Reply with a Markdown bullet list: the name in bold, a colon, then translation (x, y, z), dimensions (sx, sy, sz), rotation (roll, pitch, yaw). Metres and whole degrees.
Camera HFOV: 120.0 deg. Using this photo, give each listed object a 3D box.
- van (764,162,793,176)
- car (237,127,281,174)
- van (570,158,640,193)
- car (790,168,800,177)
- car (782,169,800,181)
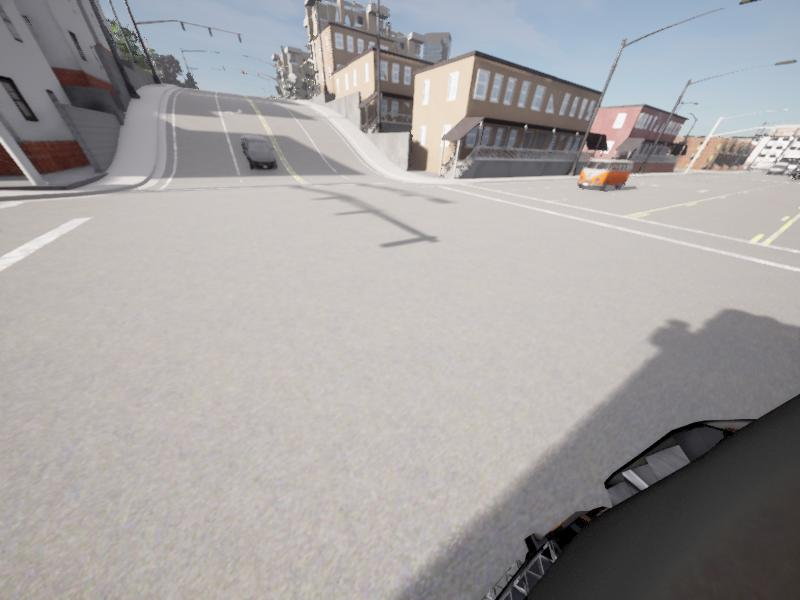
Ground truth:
- **van**: translation (89.166, -30.906, 54.406), dimensions (5.915, 2.561, 1.988), rotation (-16, 38, -26)
- **car**: translation (-10.871, -11.526, 17.776), dimensions (1.882, 1.535, 5.008), rotation (-17, 54, -27)
- **van**: translation (15.192, -9.297, 17.152), dimensions (4.442, 1.987, 1.775), rotation (-16, 38, -26)
- **car**: translation (90.112, -28.495, 51.823), dimensions (3.988, 1.617, 1.851), rotation (-16, 38, -26)
- **car**: translation (67.696, -20.526, 38.150), dimensions (1.930, 1.638, 5.238), rotation (14, 35, 16)
